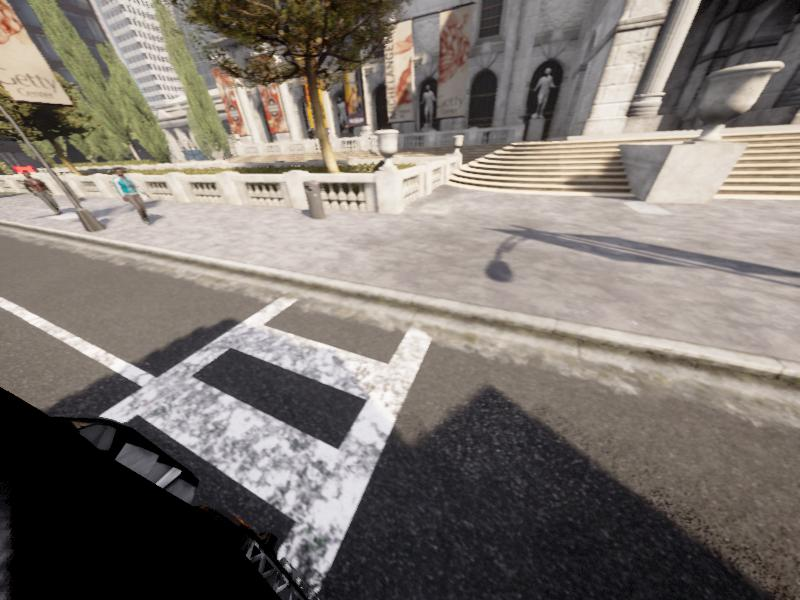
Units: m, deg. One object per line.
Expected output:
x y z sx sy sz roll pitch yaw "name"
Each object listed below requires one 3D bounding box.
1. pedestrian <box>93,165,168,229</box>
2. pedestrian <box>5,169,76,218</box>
-9.189 -3.532 7.963 0.751 1.860 0.751 14 37 24 "pedestrian"
-16.007 -4.767 10.345 0.751 1.860 0.751 10 36 19 "pedestrian"
